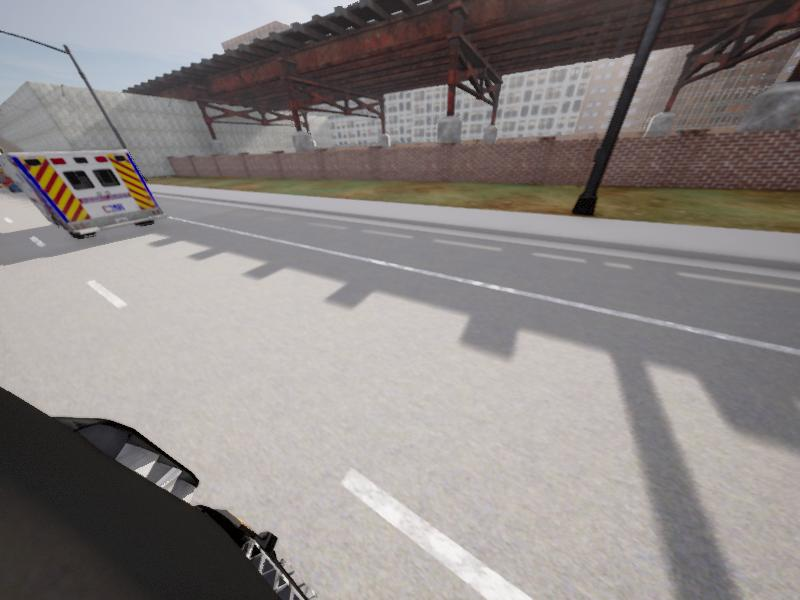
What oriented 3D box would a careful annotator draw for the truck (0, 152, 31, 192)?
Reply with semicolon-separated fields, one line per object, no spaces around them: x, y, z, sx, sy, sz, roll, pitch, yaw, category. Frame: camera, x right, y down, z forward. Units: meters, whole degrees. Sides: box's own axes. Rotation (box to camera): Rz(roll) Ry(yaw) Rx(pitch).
-42.577;-13.370;23.635;8.468;3.827;2.891;16;38;26;truck

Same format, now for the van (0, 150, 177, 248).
-11.759;-3.955;8.533;6.366;2.431;2.351;16;38;26;van

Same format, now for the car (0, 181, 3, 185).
-55.237;-16.024;30.680;4.674;1.442;1.812;16;38;26;car
